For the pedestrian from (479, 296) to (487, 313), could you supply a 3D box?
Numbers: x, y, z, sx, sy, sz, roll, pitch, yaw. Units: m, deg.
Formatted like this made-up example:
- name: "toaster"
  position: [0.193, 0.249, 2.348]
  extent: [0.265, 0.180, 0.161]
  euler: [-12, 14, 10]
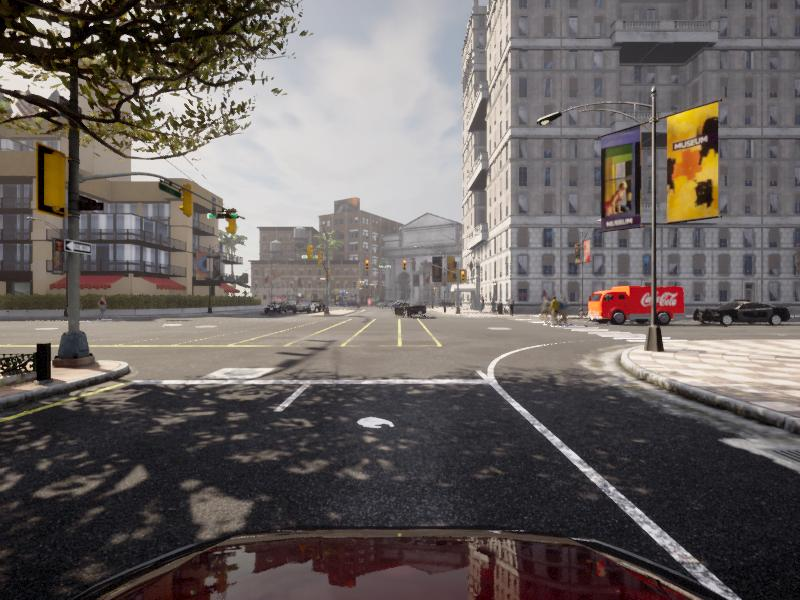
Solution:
- name: "pedestrian"
  position: [9.455, 0.484, 45.534]
  extent: [0.751, 1.860, 0.751]
  euler: [0, 0, 2]

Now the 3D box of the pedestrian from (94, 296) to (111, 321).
- name: "pedestrian"
  position: [-22.813, 0.636, 30.682]
  extent: [0.751, 1.860, 0.751]
  euler: [0, 0, 1]

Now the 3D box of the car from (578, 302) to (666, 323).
- name: "car"
  position: [16.134, 0.893, 29.284]
  extent: [5.357, 1.411, 2.033]
  euler: [0, 0, 0]

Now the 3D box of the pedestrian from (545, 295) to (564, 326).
- name: "pedestrian"
  position: [9.322, 0.637, 24.172]
  extent: [0.751, 1.860, 0.751]
  euler: [0, 0, -20]

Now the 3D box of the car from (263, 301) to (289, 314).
- name: "car"
  position: [-14.984, 0.852, 48.417]
  extent: [1.970, 1.475, 3.806]
  euler: [0, 0, 0]

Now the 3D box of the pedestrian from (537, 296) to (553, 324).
- name: "pedestrian"
  position: [9.789, 0.638, 27.030]
  extent: [0.751, 1.860, 0.751]
  euler: [0, 0, -13]

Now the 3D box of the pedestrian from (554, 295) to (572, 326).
- name: "pedestrian"
  position: [9.917, 0.639, 24.349]
  extent: [0.751, 1.860, 0.751]
  euler: [0, 0, -20]

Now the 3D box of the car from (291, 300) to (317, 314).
- name: "car"
  position: [-11.489, 0.825, 48.237]
  extent: [2.038, 1.542, 4.974]
  euler: [0, 0, 0]

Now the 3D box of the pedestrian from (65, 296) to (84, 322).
- name: "pedestrian"
  position: [-23.358, 0.637, 28.754]
  extent: [0.751, 1.860, 0.751]
  euler: [0, 0, 2]

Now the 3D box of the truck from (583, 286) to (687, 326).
- name: "truck"
  position: [14.979, 0.356, 25.775]
  extent: [5.204, 2.467, 2.627]
  euler: [0, 0, 0]

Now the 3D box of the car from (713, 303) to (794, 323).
- name: "car"
  position: [25.839, 0.907, 29.319]
  extent: [4.181, 1.385, 1.994]
  euler: [0, 0, 0]

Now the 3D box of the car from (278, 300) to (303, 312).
- name: "car"
  position: [-14.985, 0.770, 55.106]
  extent: [1.930, 1.638, 5.238]
  euler: [0, 0, 0]

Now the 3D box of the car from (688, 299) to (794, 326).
- name: "car"
  position: [21.859, 0.770, 25.810]
  extent: [5.238, 1.638, 1.930]
  euler: [0, 0, 0]

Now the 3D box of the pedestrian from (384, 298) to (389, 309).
- name: "pedestrian"
  position: [-2.376, 0.636, 70.183]
  extent: [0.751, 1.860, 0.751]
  euler: [0, 0, 1]

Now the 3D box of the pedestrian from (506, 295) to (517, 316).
- name: "pedestrian"
  position: [9.910, 0.484, 35.497]
  extent: [0.751, 1.860, 0.751]
  euler: [0, 0, -2]

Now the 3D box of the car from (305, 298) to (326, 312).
- name: "car"
  position: [-11.485, 0.651, 54.488]
  extent: [1.932, 1.855, 4.605]
  euler: [0, 0, 0]

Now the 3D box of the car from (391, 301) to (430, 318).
- name: "car"
  position: [0.885, 0.843, 37.308]
  extent: [1.837, 1.490, 4.892]
  euler: [-1, 0, -22]
